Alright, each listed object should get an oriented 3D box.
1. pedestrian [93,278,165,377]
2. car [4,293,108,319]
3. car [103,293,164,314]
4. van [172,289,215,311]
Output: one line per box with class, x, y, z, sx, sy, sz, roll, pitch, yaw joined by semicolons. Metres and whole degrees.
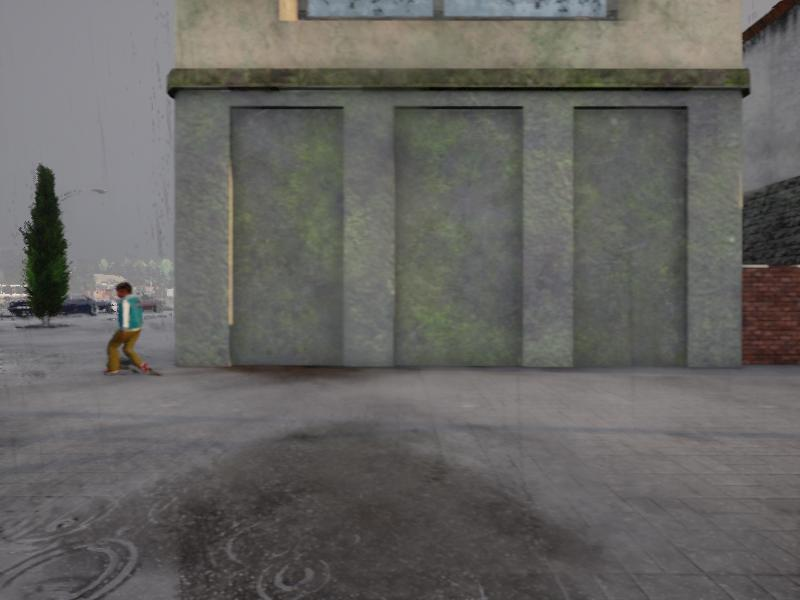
pedestrian;-3.165;0.309;4.704;0.500;1.100;0.500;0;0;0
car;-19.571;0.312;23.104;1.895;1.301;4.718;0;0;0
car;-19.560;0.222;29.552;1.970;1.475;3.806;0;0;0
van;-19.539;-0.033;38.057;1.775;1.987;4.442;0;0;0
